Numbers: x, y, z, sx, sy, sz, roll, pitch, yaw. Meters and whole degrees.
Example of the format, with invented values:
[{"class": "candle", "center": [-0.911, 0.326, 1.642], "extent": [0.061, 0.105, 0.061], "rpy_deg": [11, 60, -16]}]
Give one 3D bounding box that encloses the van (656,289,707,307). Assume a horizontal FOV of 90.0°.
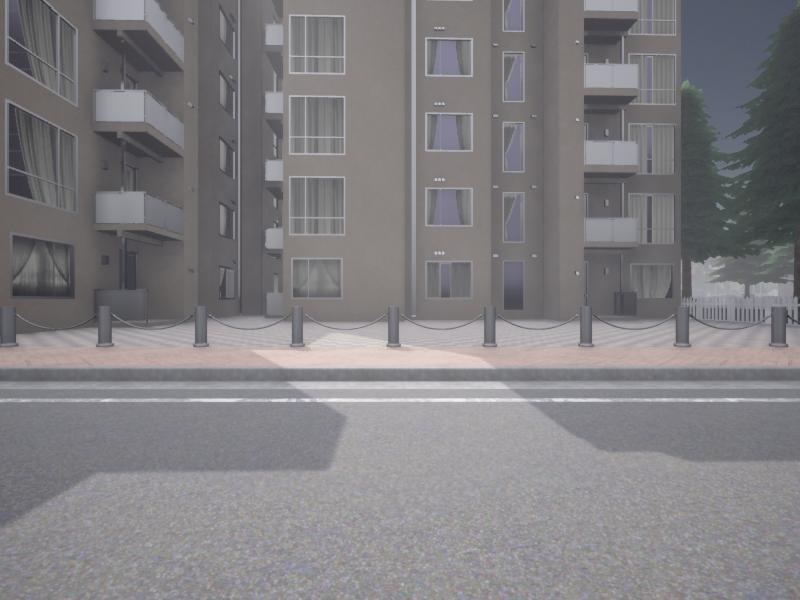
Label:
[{"class": "van", "center": [40.253, -0.277, 57.331], "extent": [5.915, 2.561, 1.988], "rpy_deg": [0, 0, -1]}]
